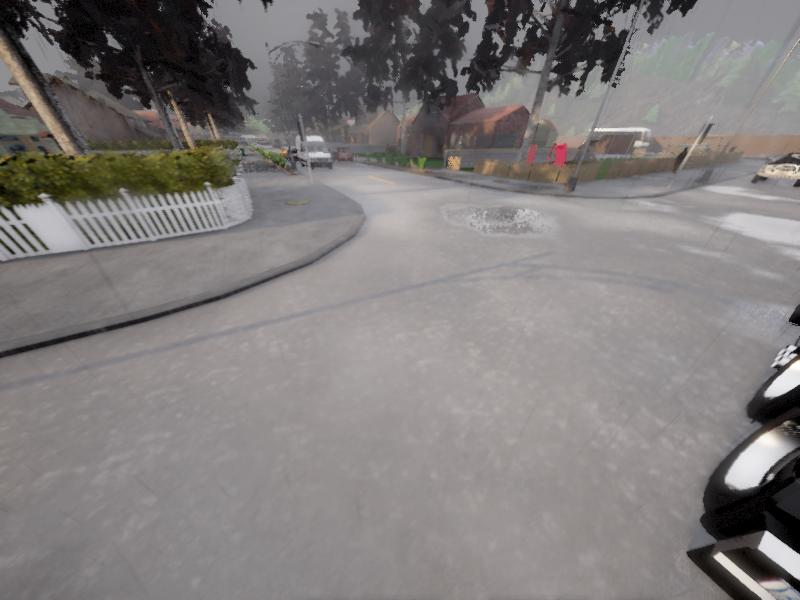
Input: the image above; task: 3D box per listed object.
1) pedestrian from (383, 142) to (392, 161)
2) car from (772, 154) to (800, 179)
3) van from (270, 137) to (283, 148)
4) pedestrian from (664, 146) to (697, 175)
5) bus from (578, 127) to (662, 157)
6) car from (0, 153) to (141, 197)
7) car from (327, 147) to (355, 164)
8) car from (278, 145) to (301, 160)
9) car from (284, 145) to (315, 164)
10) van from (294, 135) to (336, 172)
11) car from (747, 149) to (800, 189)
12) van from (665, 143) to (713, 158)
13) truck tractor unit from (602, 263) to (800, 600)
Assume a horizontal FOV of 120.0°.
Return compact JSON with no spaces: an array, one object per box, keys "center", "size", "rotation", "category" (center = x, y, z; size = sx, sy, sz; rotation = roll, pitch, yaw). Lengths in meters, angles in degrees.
[{"center":[-1.475,-17.632,27.501],"size":[0.751,1.860,0.751],"rotation":[-18,39,-24],"category":"pedestrian"},{"center":[32.006,-10.574,18.213],"size":[4.892,1.490,1.837],"rotation":[-18,39,-24],"category":"car"},{"center":[-36.668,-46.696,68.561],"size":[1.988,2.561,5.915],"rotation":[-18,39,-24],"category":"van"},{"center":[21.981,-10.953,18.118],"size":[0.751,1.860,0.751],"rotation":[-18,39,-25],"category":"pedestrian"},{"center":[41.917,-30.628,44.736],"size":[3.944,4.253,10.273],"rotation":[-18,39,-24],"category":"bus"},{"center":[-15.280,-5.754,10.482],"size":[4.181,1.381,1.994],"rotation":[-18,39,-24],"category":"car"},{"center":[-6.832,-16.702,26.625],"size":[1.845,1.501,3.633],"rotation":[-18,39,-24],"category":"car"},{"center":[-15.407,-20.661,32.196],"size":[1.801,1.575,5.366],"rotation":[-18,39,-24],"category":"car"},{"center":[-11.806,-17.116,27.094],"size":[2.152,1.651,5.027],"rotation":[-18,39,-24],"category":"car"},{"center":[-7.972,-13.684,21.402],"size":[1.988,2.561,5.915],"rotation":[-18,39,-24],"category":"van"},{"center":[25.181,-8.510,14.843],"size":[4.605,1.855,1.932],"rotation":[-18,39,-24],"category":"car"},{"center":[50.078,-26.020,40.171],"size":[1.775,1.987,4.442],"rotation":[-18,39,-24],"category":"van"},{"center":[5.110,-0.301,0.787],"size":[6.516,4.208,3.053],"rotation":[-18,39,-24],"category":"truck tractor unit"}]
